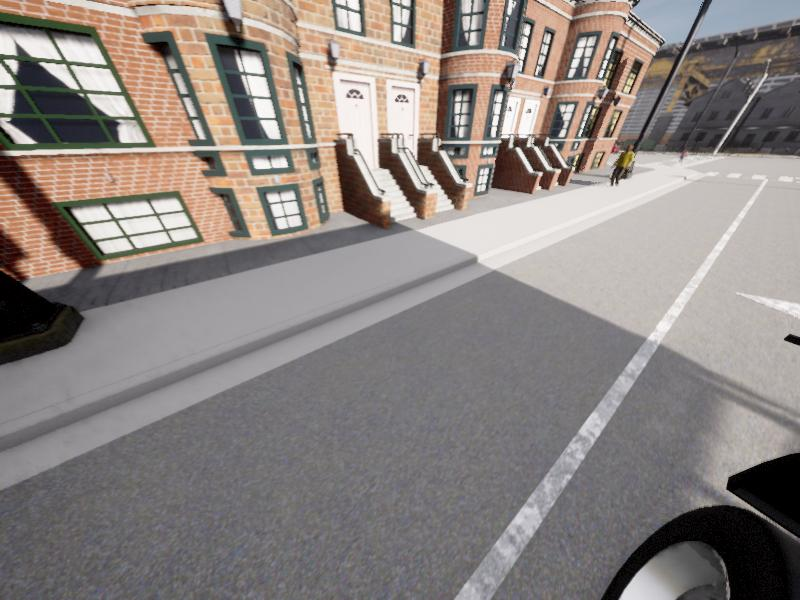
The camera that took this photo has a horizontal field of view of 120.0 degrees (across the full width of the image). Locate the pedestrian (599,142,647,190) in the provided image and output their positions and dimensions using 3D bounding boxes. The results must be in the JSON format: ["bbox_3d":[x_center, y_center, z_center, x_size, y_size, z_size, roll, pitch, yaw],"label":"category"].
[{"bbox_3d":[10.380,-6.281,10.812,0.751,1.860,0.751,-20,40,-25],"label":"pedestrian"}]

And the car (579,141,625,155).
[{"bbox_3d":[31.095,-23.650,35.747,2.242,1.667,4.611,-23,41,-28],"label":"car"}]

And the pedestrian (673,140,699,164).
[{"bbox_3d":[26.735,-13.827,21.632,0.751,1.860,0.751,-26,42,-31],"label":"pedestrian"}]
